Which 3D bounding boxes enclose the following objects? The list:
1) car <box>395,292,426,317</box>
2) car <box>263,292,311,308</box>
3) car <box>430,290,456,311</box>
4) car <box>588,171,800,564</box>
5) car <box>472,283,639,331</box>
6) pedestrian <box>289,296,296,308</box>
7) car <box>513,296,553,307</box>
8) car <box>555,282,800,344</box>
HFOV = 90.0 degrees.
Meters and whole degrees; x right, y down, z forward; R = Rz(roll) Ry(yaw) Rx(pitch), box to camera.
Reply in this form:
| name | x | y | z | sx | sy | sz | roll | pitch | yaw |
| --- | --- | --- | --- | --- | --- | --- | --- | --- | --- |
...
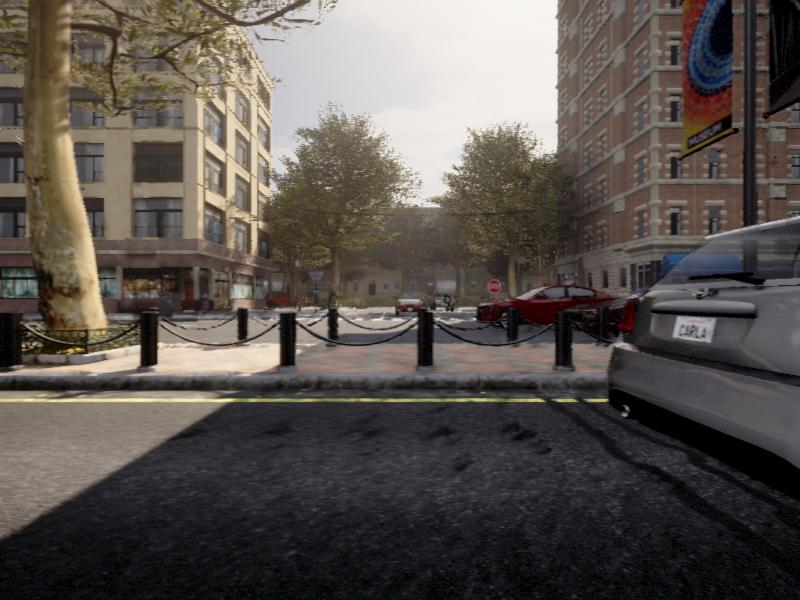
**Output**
| name | x | y | z | sx | sy | sz | roll | pitch | yaw |
| --- | --- | --- | --- | --- | --- | --- | --- | --- | --- |
| car | 0.636 | 0.255 | 25.527 | 1.816 | 1.474 | 4.193 | 0 | 0 | 1 |
| car | -14.543 | -0.028 | 51.695 | 5.566 | 2.045 | 2.150 | 0 | 0 | 0 |
| car | 4.010 | 0.051 | 38.392 | 1.932 | 1.855 | 4.605 | 0 | 0 | -1 |
| car | 3.401 | 0.253 | 2.204 | 3.806 | 1.475 | 1.970 | 0 | 0 | 0 |
| car | 5.131 | 0.222 | 13.698 | 5.008 | 1.535 | 1.882 | 0 | 0 | 0 |
| pedestrian | -11.647 | 0.168 | 43.384 | 0.751 | 1.300 | 0.751 | 0 | 0 | -13 |
| car | 18.305 | 0.247 | 55.210 | 4.792 | 1.488 | 2.163 | 0 | 0 | 0 |
| car | 7.023 | 0.293 | 10.199 | 5.357 | 1.411 | 2.033 | 0 | 0 | 0 |
